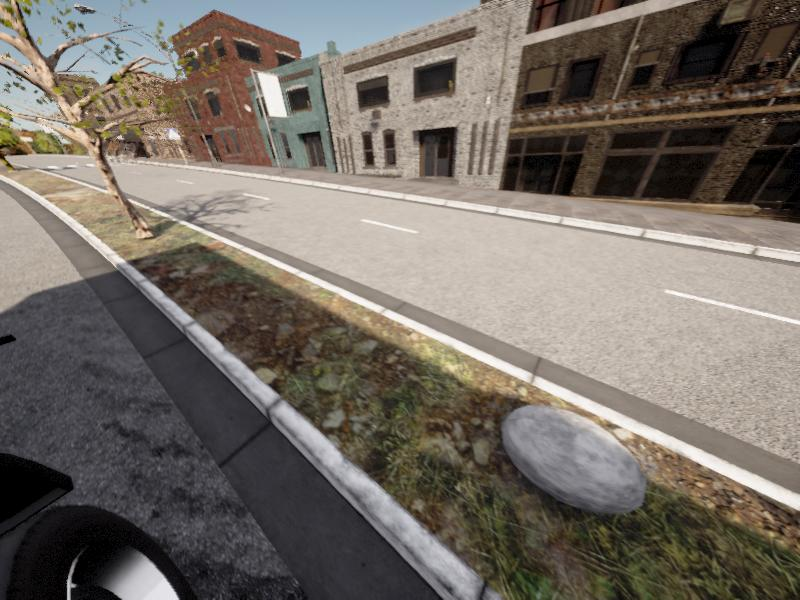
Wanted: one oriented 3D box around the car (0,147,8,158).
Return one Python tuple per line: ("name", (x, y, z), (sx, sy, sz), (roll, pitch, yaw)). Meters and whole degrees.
("car", (-69.917, -25.355, 39.631), (5.008, 1.535, 1.882), (17, 38, 25))
